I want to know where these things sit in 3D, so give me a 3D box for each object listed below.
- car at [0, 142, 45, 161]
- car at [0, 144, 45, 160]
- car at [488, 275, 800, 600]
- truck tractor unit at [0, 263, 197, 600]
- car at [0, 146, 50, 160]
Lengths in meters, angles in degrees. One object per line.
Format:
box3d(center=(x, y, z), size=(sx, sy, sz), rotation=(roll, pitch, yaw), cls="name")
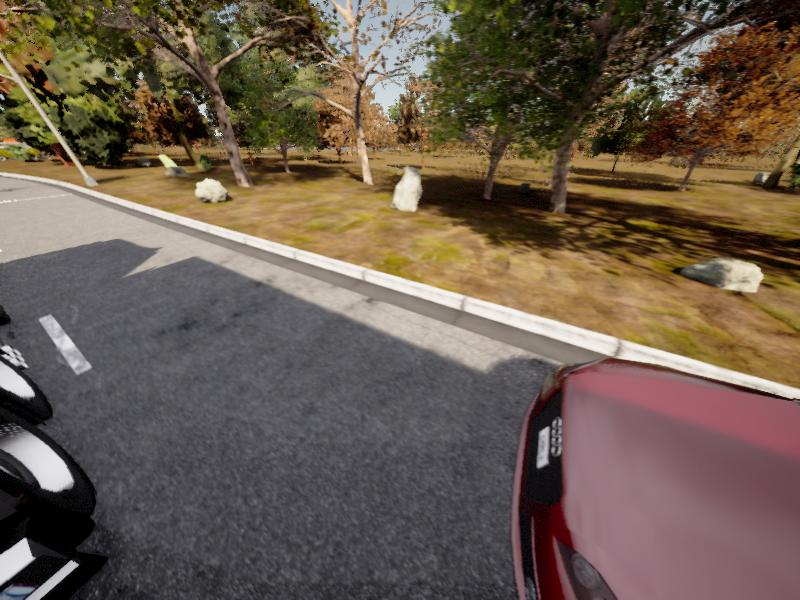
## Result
box3d(center=(-50.829, -19.265, 29.954), size=(1.878, 1.987, 4.442), rotation=(10, 35, 13), cls="car")
box3d(center=(-53.209, -20.213, 31.507), size=(2.185, 1.767, 4.553), rotation=(9, 35, 14), cls="car")
box3d(center=(2.738, 1.449, 0.701), size=(4.181, 1.385, 1.994), rotation=(18, 39, 24), cls="car")
box3d(center=(-5.112, -0.299, 0.786), size=(6.516, 4.208, 3.053), rotation=(18, 39, 24), cls="truck tractor unit")
box3d(center=(-55.534, -21.224, 33.192), size=(1.946, 1.575, 5.366), rotation=(9, 36, 14), cls="car")
